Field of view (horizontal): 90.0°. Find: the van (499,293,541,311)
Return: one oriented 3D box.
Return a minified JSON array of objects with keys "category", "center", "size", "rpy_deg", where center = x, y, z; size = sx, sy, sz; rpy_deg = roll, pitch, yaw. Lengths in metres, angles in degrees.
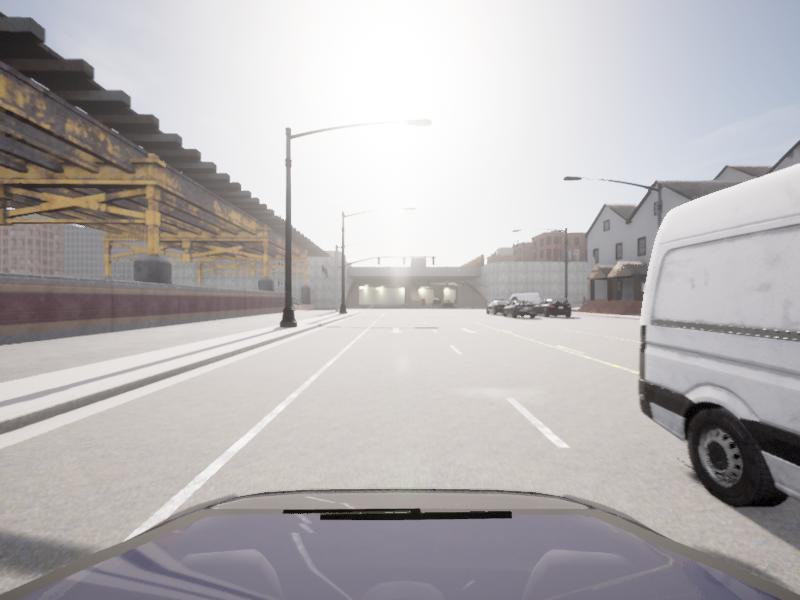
[{"category":"van","center":[18.712,0.232,62.495],"size":[5.915,2.561,1.988],"rpy_deg":[-2,0,3]}]

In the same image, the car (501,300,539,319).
[{"category":"car","center":[10.512,0.798,35.353],"size":[2.007,1.525,4.514],"rpy_deg":[0,0,0]}]

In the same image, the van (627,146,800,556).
[{"category":"van","center":[3.497,0.320,1.459],"size":[1.988,2.561,5.915],"rpy_deg":[0,0,0]}]

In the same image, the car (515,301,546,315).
[{"category":"car","center":[14.132,0.832,43.690],"size":[1.812,1.442,4.674],"rpy_deg":[0,0,-1]}]

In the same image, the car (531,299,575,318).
[{"category":"car","center":[14.010,0.724,36.935],"size":[2.242,1.667,4.611],"rpy_deg":[0,0,0]}]

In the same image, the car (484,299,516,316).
[{"category":"car","center":[10.519,0.735,42.442],"size":[1.930,1.638,5.238],"rpy_deg":[0,0,-1]}]
